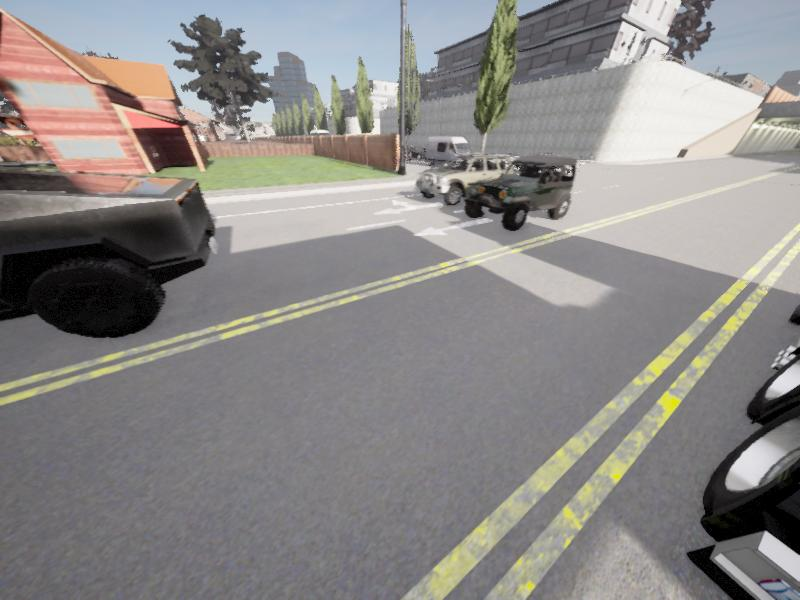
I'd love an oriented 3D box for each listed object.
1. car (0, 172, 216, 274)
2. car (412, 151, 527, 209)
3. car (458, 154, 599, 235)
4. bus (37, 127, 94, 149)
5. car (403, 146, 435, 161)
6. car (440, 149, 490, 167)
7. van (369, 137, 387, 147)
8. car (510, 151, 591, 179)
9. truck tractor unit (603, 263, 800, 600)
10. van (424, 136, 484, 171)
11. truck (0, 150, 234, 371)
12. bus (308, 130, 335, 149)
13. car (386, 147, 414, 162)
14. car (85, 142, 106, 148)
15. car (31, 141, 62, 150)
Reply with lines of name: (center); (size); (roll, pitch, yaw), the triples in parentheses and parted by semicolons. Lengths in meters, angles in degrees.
car: (-7.182, -2.108, 5.683); (3.806, 1.475, 1.970); (-18, 39, -25)
car: (3.050, -5.502, 10.315); (4.605, 1.855, 1.932); (-18, 39, -25)
car: (4.177, -3.702, 7.724); (3.866, 1.878, 1.905); (-18, 39, -25)
bus: (-84.133, -41.077, 58.574); (3.944, 4.253, 10.273); (-19, 39, -26)
car: (2.529, -20.038, 31.555); (1.837, 1.490, 4.892); (-18, 39, -25)
car: (6.968, -15.676, 25.410); (2.033, 1.411, 5.357); (-18, 39, -25)
van: (-7.907, -57.620, 84.009); (5.915, 2.561, 1.988); (-21, 40, -23)
car: (11.751, -10.925, 18.519); (2.128, 1.511, 4.902); (-17, 38, -23)
truck tractor unit: (5.109, -0.302, 0.793); (6.516, 4.208, 3.053); (-18, 39, -24)
van: (4.902, -14.221, 22.295); (1.988, 2.561, 5.915); (-18, 39, -25)
truck: (-6.033, -0.399, 2.688); (6.274, 2.098, 2.390); (-18, 39, -24)
bus: (-22.396, -45.582, 65.634); (3.944, 4.253, 10.273); (-18, 39, -25)
car: (-0.065, -18.619, 29.504); (1.970, 1.475, 3.806); (-18, 39, -25)
car: (-82.761, -42.264, 62.882); (1.895, 1.301, 4.718); (-19, 39, -26)
car: (-78.166, -34.239, 51.173); (1.801, 1.575, 5.366); (-19, 39, -26)
